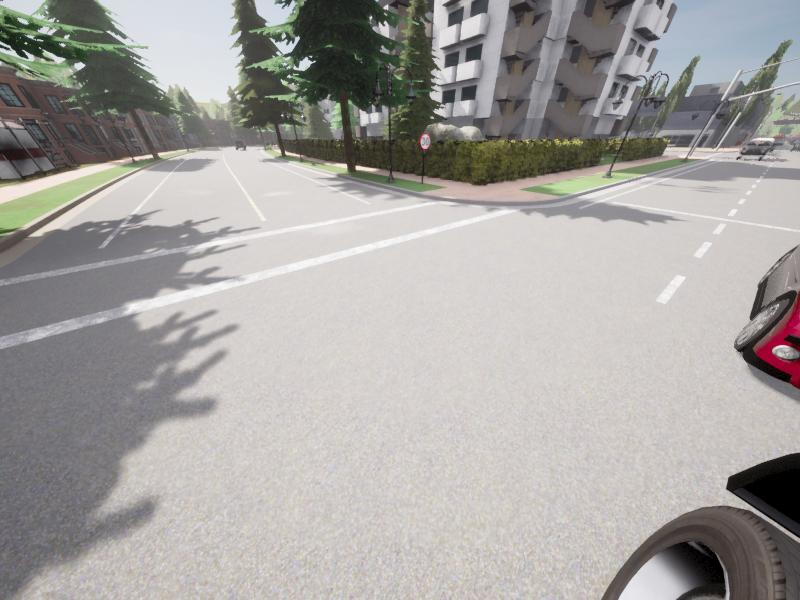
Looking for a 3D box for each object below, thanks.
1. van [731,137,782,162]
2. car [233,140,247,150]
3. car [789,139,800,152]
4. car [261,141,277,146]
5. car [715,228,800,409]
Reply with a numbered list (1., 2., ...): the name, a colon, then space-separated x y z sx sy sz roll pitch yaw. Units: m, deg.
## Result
1. van: 38.815 -16.417 25.173 4.480 2.038 2.069 -24 41 -28
2. car: -36.373 -35.350 52.644 1.905 1.878 3.866 -15 38 -20
3. car: 67.907 -25.944 38.729 4.553 1.767 2.097 -23 41 -28
4. car: -42.820 -51.220 75.615 2.033 1.411 5.357 3 35 5
5. car: 5.839 0.058 2.532 3.806 1.475 1.970 -22 41 -28
